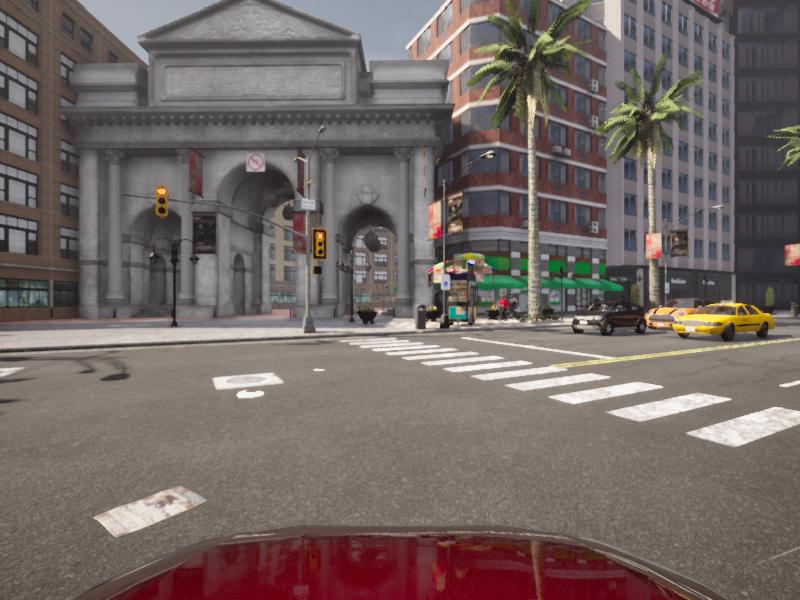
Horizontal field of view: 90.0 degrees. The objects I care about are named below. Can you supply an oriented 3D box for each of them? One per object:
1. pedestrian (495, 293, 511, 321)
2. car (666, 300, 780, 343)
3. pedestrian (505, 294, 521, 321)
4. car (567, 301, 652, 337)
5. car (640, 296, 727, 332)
[{"bbox_3d":[7.050,0.487,27.373,0.751,1.860,0.751,0,0,-37],"label":"pedestrian"},{"bbox_3d":[13.735,0.803,16.938,5.366,1.575,1.801,0,0,-28],"label":"car"},{"bbox_3d":[7.881,0.487,27.901,0.751,1.860,0.751,0,0,-29],"label":"pedestrian"},{"bbox_3d":[9.869,0.816,18.865,3.705,1.549,1.789,0,0,-29],"label":"car"},{"bbox_3d":[15.536,0.696,21.881,4.553,1.767,2.097,0,0,-28],"label":"car"}]
